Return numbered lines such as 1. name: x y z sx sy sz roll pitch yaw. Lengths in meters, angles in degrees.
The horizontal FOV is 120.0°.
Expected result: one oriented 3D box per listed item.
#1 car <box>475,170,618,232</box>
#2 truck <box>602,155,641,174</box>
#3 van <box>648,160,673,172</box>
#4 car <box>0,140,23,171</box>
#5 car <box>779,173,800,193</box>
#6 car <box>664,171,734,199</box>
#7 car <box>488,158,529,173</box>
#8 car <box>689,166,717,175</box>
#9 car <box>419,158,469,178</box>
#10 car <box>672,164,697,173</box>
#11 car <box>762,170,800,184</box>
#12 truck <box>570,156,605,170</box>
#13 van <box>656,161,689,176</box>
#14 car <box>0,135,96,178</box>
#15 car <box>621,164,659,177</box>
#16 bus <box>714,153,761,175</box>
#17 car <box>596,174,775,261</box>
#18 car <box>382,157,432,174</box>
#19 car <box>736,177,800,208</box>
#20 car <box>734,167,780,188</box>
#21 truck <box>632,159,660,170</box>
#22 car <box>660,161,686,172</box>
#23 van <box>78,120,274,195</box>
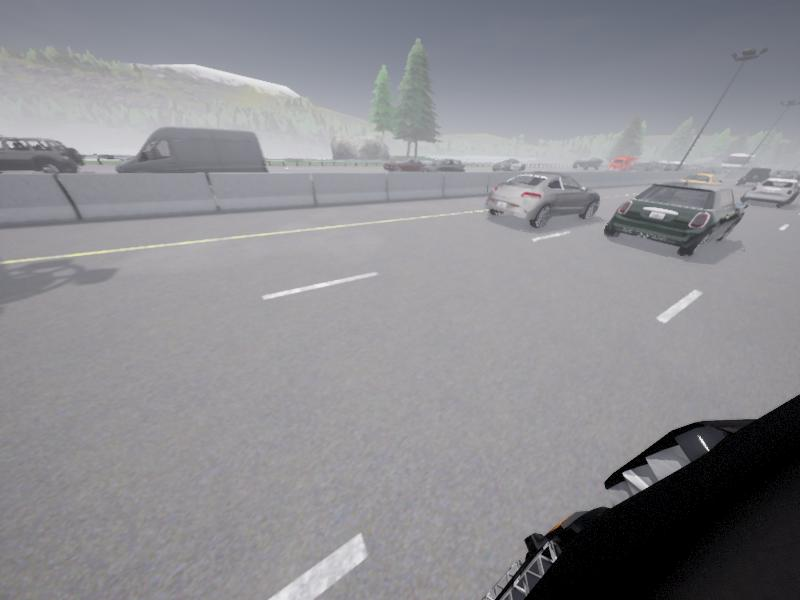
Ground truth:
1. car: 5.739 -4.089 9.109 5.027 1.651 2.152 -16 38 -26
2. truck: 36.817 -22.439 38.399 5.204 2.467 2.627 -18 39 -30
3. van: 59.465 -30.601 52.796 4.480 2.038 2.069 -16 38 -26
4. car: -26.395 -8.318 13.199 4.514 1.525 2.007 -16 38 -26
5. car: 41.308 -11.922 23.605 3.988 1.617 1.851 -16 38 -26
6. car: 23.111 -8.988 17.842 5.366 1.575 1.801 -16 38 -26
7. car: 14.301 -17.689 30.389 4.974 1.542 2.038 -17 38 -27
8. car: 62.951 -26.890 47.984 4.902 1.511 2.128 -16 38 -26
9. car: 4.145 -12.484 21.813 4.193 1.474 1.816 -16 38 -26
10. car: 63.495 -29.332 51.581 4.974 1.542 2.038 -16 38 -26
11. car: 59.865 -19.428 36.270 4.611 1.667 2.242 -16 38 -26
12. truck: 36.074 -26.233 44.399 6.274 2.098 2.390 -16 38 -26
13. van: 46.931 -22.606 39.775 4.480 2.038 2.069 -16 38 -26
14. car: -20.839 -7.804 12.515 4.605 1.855 1.932 -16 38 -26
15. car: 35.411 -19.123 34.137 4.902 1.511 2.128 -16 38 -26
16. bus: 84.767 -34.152 58.025 10.273 4.253 3.944 -16 38 -26
17. car: 8.915 -2.833 7.288 4.553 1.767 2.097 -16 38 -26
18. car: 0.695 -13.663 23.501 4.718 1.301 1.895 -16 38 -26
19. car: 25.104 -7.281 15.506 3.806 1.475 1.970 -16 38 -26
20. car: 42.314 -14.550 27.394 3.866 1.878 1.905 -16 38 -26
21. truck: 60.026 -33.015 56.425 6.274 2.098 2.390 -16 38 -26
22. car: 66.689 -32.647 56.422 5.566 2.045 2.150 -16 38 -26
23. van: -9.773 -6.759 11.160 5.915 2.561 1.988 -16 38 -26
